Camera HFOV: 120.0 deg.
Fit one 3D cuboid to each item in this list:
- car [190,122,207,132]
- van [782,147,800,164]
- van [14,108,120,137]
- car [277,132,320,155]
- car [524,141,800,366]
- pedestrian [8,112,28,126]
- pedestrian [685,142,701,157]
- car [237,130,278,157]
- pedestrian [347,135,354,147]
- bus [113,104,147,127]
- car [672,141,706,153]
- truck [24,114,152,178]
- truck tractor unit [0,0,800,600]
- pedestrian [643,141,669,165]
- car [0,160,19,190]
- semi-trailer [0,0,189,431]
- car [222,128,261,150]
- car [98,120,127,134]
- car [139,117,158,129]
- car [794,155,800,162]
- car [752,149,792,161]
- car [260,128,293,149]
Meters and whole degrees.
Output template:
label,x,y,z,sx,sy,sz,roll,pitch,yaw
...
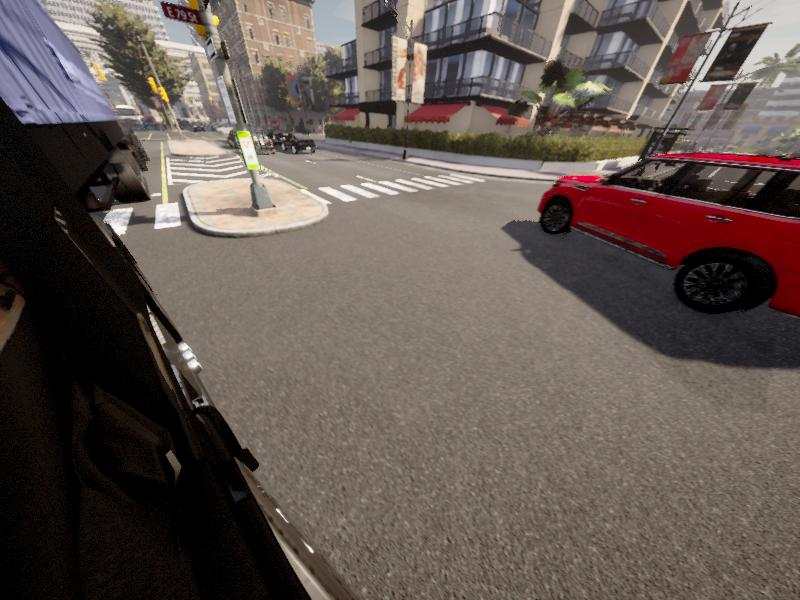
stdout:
label,x,y,z,sx,sy,sz,roll,pitch,yaw
car,-42.565,-36.408,48.694,2.038,1.542,4.974,-23,44,-30
van,60.969,-21.674,34.742,1.775,1.987,4.442,24,42,27
van,-37.879,-20.413,26.747,6.366,2.431,2.351,-25,45,-32
car,-9.387,-14.413,21.183,1.837,1.490,4.892,-25,44,-32
car,5.475,-1.698,4.537,2.150,2.045,5.566,-5,37,-11
pedestrian,-62.178,-29.441,37.591,0.751,1.860,0.751,-26,45,-32
pedestrian,45.979,-23.643,36.298,0.751,1.860,0.751,-27,46,-34
car,-11.700,-12.892,18.951,1.789,1.549,3.705,-25,44,-31
pedestrian,-5.700,-18.429,26.831,0.500,1.100,0.500,-24,44,-31
bus,-71.675,-49.001,61.573,3.944,4.253,10.273,-25,44,-32
car,70.969,-37.760,56.901,2.150,2.045,5.566,10,37,10
truck,-14.691,-7.832,11.521,2.390,2.098,6.274,-25,44,-32
truck tractor unit,-2.645,-0.295,0.352,6.516,4.208,3.053,28,44,30
pedestrian,24.664,-14.136,22.251,0.751,1.860,0.751,-22,43,-29
car,-14.037,-3.708,6.631,1.994,1.385,4.181,-24,44,-31
semi-trailer,-8.098,-3.946,4.752,2.717,4.402,14.254,-27,46,-33
car,-15.602,-15.857,22.721,2.007,1.525,4.514,-25,44,-31
car,-43.913,-26.581,35.413,1.882,1.535,5.008,-25,45,-32
car,-58.709,-41.386,53.987,2.150,2.045,5.566,-25,44,-32
car,66.810,-22.723,36.459,2.150,2.045,5.566,22,41,24
car,66.449,-25.982,41.356,1.994,1.385,4.181,19,40,21
car,-13.376,-17.507,25.003,1.851,1.617,3.988,-25,44,-32
